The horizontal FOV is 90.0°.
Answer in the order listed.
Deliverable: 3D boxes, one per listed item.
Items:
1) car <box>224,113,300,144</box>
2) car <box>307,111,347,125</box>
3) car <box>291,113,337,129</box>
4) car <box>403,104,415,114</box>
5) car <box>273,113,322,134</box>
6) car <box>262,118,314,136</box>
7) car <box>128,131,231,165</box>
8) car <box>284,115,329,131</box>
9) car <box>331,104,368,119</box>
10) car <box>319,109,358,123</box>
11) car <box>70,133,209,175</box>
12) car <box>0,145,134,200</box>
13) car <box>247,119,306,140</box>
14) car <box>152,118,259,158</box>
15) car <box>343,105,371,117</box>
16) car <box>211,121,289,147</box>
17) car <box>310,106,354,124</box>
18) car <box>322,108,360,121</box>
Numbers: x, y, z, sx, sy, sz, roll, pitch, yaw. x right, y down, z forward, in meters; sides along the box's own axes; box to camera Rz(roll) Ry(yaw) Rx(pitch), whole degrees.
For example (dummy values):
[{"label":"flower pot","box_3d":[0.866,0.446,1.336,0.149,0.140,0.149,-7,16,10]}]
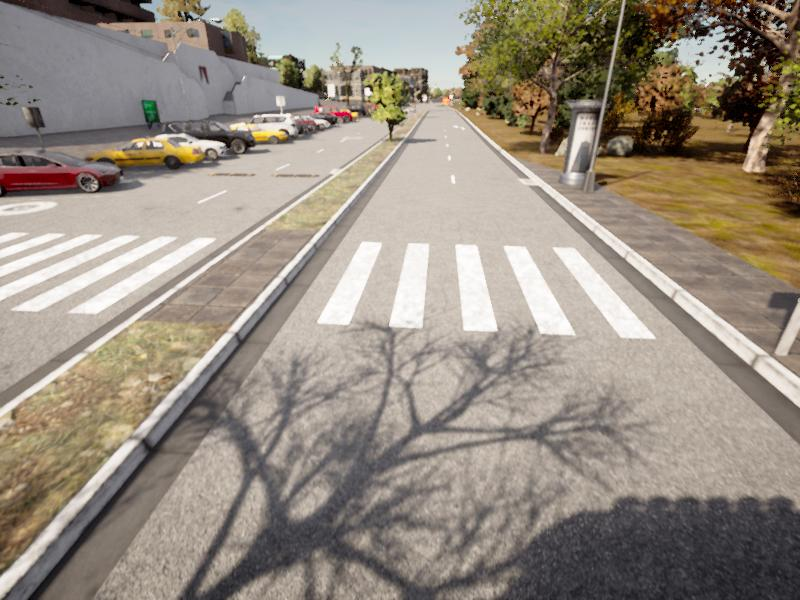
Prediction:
[{"label":"car","box_3d":[-11.455,-14.469,33.613,5.566,2.045,2.435,-8,28,-13]},{"label":"car","box_3d":[-9.538,-23.809,52.371,4.792,1.488,2.163,-8,28,-13]},{"label":"car","box_3d":[-10.089,-21.081,47.037,5.008,1.535,2.097,-8,28,-13]},{"label":"car","box_3d":[1.933,-41.196,86.260,2.242,1.667,4.611,2,27,5]},{"label":"car","box_3d":[-10.660,-18.448,41.662,4.553,1.767,2.185,-8,28,-13]},{"label":"car","box_3d":[-10.895,-16.936,39.088,4.674,1.452,2.002,-8,27,-13]},{"label":"car","box_3d":[-12.492,-8.824,23.070,4.674,1.452,2.002,-8,27,-13]},{"label":"car","box_3d":[-10.364,-19.673,44.401,4.674,1.452,2.002,-8,28,-13]},{"label":"car","box_3d":[-8.267,-30.890,65.505,5.566,2.045,2.435,-8,28,-13]},{"label":"car","box_3d":[-8.855,-26.603,57.702,5.366,1.575,1.946,-8,28,-13]},{"label":"car","box_3d":[-12.931,-7.498,20.327,5.366,1.575,1.946,-7,28,-13]},{"label":"car","box_3d":[-13.258,-4.833,15.043,4.792,1.488,2.163,-7,27,-13]},{"label":"car","box_3d":[-11.186,-15.576,36.402,4.792,1.488,2.163,-8,28,-13]},{"label":"car","box_3d":[-12.198,-10.429,25.627,5.566,2.045,2.435,-8,27,-13]},{"label":"car","box_3d":[-7.677,-33.511,70.902,4.553,1.767,2.185,-8,28,-13]},{"label":"car","box_3d":[-11.514,-12.922,31.109,5.366,1.575,1.946,-8,27,-13]},{"label":"car","box_3d":[-9.278,-25.432,54.900,5.566,2.045,2.435,-8,28,-13]},{"label":"car","box_3d":[-8.947,-27.919,60.270,5.366,1.575,1.946,-8,28,-13]}]
